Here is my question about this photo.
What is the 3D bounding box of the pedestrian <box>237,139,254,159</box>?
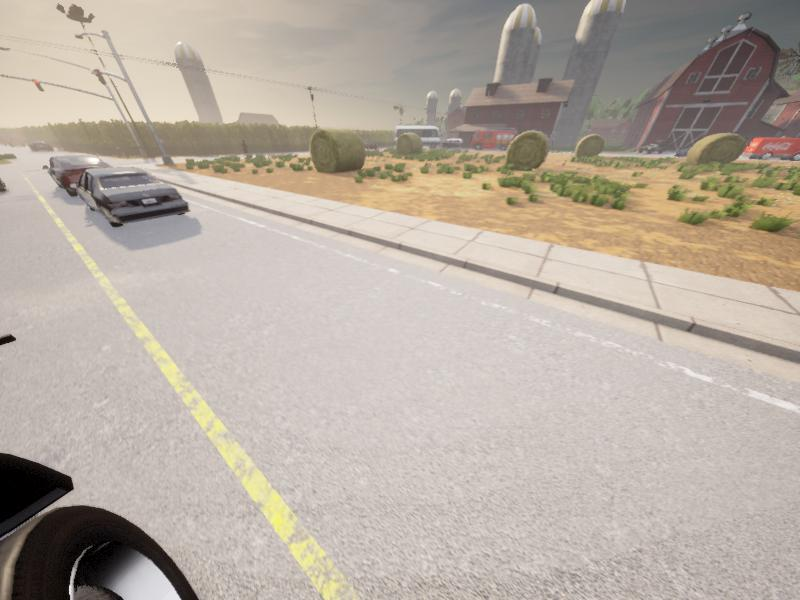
[{"bbox_3d":[-17.245,-16.843,25.744,0.751,1.860,0.751,19,39,25],"label":"pedestrian"}]

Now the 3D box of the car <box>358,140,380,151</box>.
[{"bbox_3d":[-6.315,-31.993,47.684,2.097,1.767,4.553,20,40,25],"label":"car"}]

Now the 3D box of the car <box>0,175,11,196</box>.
[{"bbox_3d":[-20.151,-5.650,10.526,4.181,1.385,1.994,23,41,28],"label":"car"}]

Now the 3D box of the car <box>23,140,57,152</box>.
[{"bbox_3d":[-59.432,-25.427,38.126,4.792,1.488,2.163,20,40,26],"label":"car"}]

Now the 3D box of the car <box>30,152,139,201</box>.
[{"bbox_3d":[-15.148,-6.084,11.094,4.792,1.488,2.163,22,41,28],"label":"car"}]

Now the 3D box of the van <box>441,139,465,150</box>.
[{"bbox_3d":[11.843,-34.846,51.648,4.480,2.038,2.069,20,40,25],"label":"van"}]

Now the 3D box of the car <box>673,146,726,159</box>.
[{"bbox_3d":[42.907,-21.265,33.261,4.181,1.385,1.994,19,40,25],"label":"car"}]

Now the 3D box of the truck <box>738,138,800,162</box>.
[{"bbox_3d":[49.225,-19.482,29.872,5.204,2.467,2.627,19,39,25],"label":"truck"}]

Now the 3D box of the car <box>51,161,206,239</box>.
[{"bbox_3d":[-9.103,-3.588,7.692,5.357,1.411,2.033,22,41,28],"label":"car"}]

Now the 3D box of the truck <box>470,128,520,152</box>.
[{"bbox_3d":[19.336,-32.934,47.468,8.468,3.827,2.891,19,39,25],"label":"truck"}]

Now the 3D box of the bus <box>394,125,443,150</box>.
[{"bbox_3d":[4.030,-36.022,51.329,10.273,4.253,3.944,2,35,3],"label":"bus"}]

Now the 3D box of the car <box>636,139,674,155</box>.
[{"bbox_3d":[43.932,-26.402,39.855,3.866,1.878,1.905,-8,42,-8],"label":"car"}]
